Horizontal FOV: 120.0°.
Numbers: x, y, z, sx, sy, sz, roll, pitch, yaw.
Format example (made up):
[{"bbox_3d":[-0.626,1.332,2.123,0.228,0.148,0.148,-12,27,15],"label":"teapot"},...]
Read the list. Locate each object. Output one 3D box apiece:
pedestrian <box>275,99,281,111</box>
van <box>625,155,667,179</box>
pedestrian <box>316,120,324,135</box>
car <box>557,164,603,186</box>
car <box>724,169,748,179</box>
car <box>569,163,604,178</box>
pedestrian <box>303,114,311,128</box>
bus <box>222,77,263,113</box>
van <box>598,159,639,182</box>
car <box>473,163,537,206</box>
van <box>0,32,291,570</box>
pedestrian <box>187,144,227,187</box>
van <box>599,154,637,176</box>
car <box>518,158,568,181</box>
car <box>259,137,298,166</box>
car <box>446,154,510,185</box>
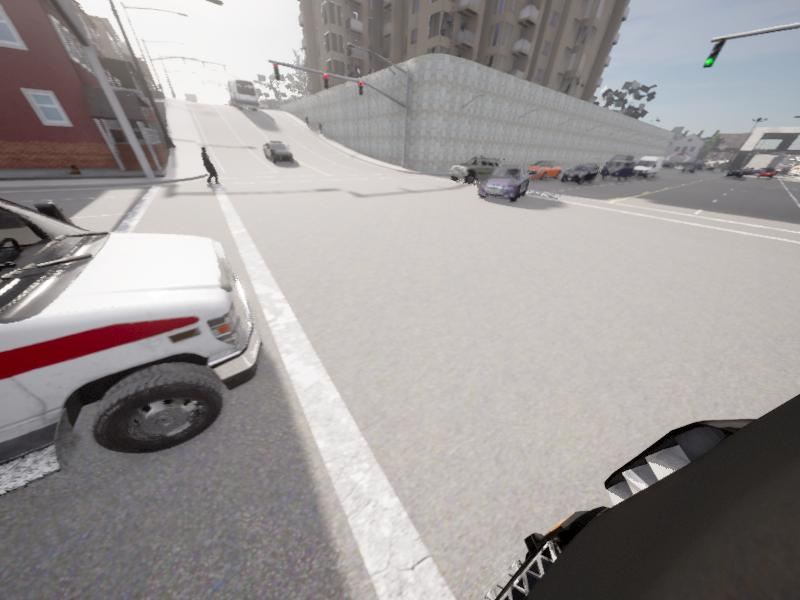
[{"bbox_3d":[-26.501,-42.306,50.134,0.751,1.860,0.751,-21,40,-31],"label":"pedestrian"},{"bbox_3d":[34.047,-18.351,31.909,5.915,2.561,1.988,-20,40,-30],"label":"van"},{"bbox_3d":[-12.902,-27.953,37.474,0.751,1.860,0.751,-21,40,-31],"label":"pedestrian"},{"bbox_3d":[16.518,-11.520,21.203,3.633,1.501,1.845,-20,40,-31],"label":"car"},{"bbox_3d":[61.915,-23.268,42.538,4.718,1.301,1.895,-20,40,-31],"label":"car"},{"bbox_3d":[23.766,-16.537,29.360,4.193,1.474,1.816,-20,40,-30],"label":"car"},{"bbox_3d":[-15.856,-30.471,39.403,0.751,1.860,0.751,-20,40,-31],"label":"pedestrian"},{"bbox_3d":[-29.807,-38.680,43.536,3.944,4.253,10.273,-20,47,-31],"label":"bus"},{"bbox_3d":[24.933,-14.785,26.345,4.442,1.987,1.775,-20,40,-31],"label":"van"},{"bbox_3d":[6.054,-6.738,13.113,2.033,1.649,4.856,21,37,27],"label":"car"},{"bbox_3d":[-4.259,0.495,0.701,6.366,2.431,2.351,-20,40,-30],"label":"van"},{"bbox_3d":[-10.073,-7.060,12.132,0.751,1.860,0.751,13,35,15],"label":"pedestrian"},{"bbox_3d":[32.789,-20.278,34.722,5.915,2.561,1.988,-20,40,-31],"label":"van"},{"bbox_3d":[14.562,-13.299,23.499,4.553,1.767,2.097,-20,40,-31],"label":"car"},{"bbox_3d":[-12.021,-14.680,22.751,1.930,1.638,5.238,-20,45,-31],"label":"car"},{"bbox_3d":[6.229,-10.458,18.516,4.605,1.855,1.932,-16,38,-26],"label":"car"}]
